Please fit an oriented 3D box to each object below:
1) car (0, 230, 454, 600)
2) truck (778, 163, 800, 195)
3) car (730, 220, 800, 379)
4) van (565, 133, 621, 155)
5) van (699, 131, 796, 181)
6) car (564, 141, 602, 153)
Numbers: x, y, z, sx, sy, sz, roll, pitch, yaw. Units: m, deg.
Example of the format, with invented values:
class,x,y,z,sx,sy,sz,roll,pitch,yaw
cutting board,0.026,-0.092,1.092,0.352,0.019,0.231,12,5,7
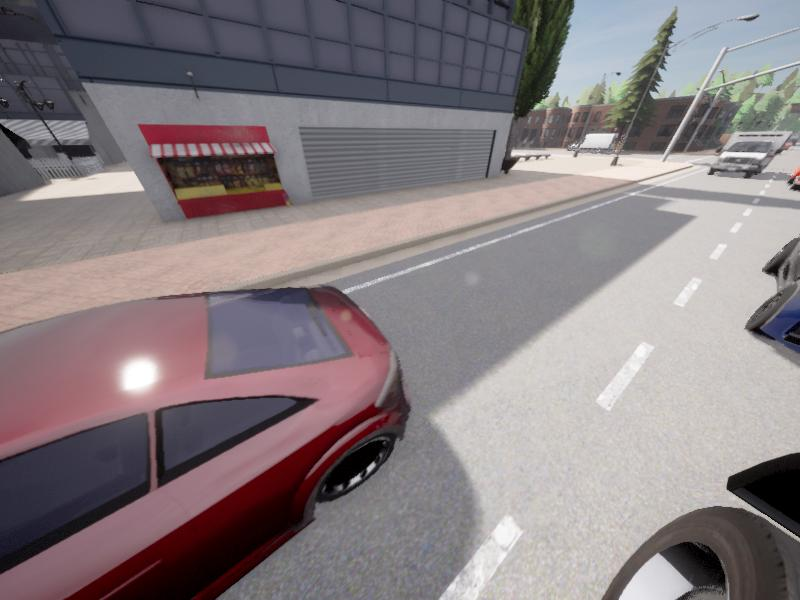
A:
class,x,y,z,sx,sy,sz,roll,pitch,yaw
car,-1.970,0.931,1.415,4.181,1.385,1.994,-22,41,-28
truck,20.847,-6.338,10.592,5.204,2.467,2.627,-22,41,-28
car,6.744,-0.277,2.800,4.611,1.667,2.242,-22,41,-28
van,29.930,-24.449,36.147,1.988,2.561,5.915,-23,41,-29
van,23.354,-9.805,15.526,6.366,2.431,2.351,-22,41,-28
car,31.339,-26.317,39.663,2.007,1.525,4.514,-24,41,-29
